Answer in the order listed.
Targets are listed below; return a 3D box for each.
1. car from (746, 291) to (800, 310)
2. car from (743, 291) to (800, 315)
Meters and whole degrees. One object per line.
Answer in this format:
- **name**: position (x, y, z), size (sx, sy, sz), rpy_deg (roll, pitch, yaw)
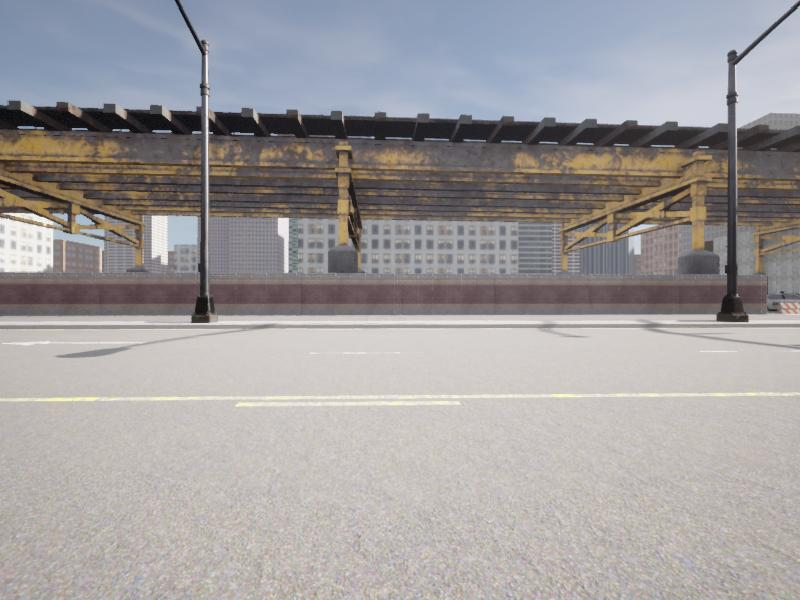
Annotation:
- **car**: position (26.964, 0.038, 27.700), size (4.536, 1.218, 1.853), rpy_deg (0, 0, 42)
- **car**: position (27.003, 0.196, 27.666), size (4.974, 1.542, 2.038), rpy_deg (0, 0, 42)
